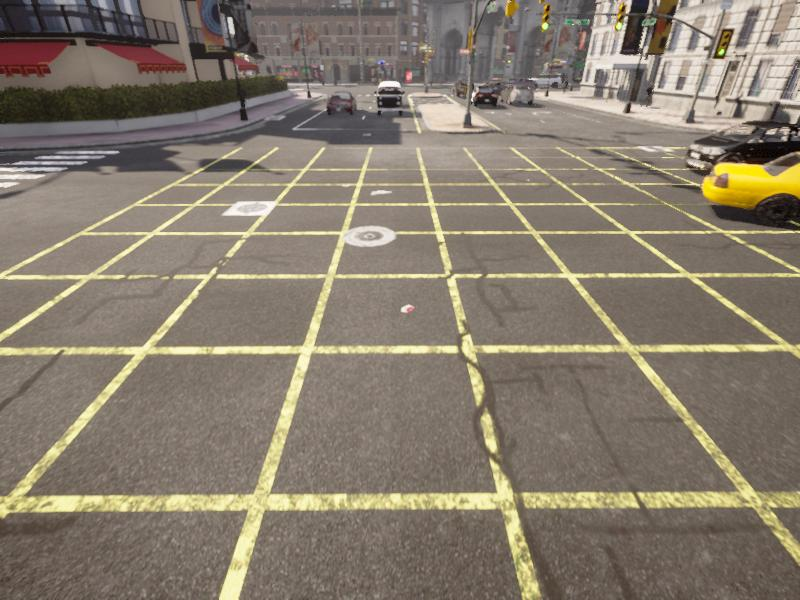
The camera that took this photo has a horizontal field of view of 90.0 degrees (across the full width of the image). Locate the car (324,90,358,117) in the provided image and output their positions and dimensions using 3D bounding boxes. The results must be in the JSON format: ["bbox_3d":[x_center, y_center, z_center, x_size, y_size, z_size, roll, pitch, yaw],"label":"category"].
[{"bbox_3d":[-4.242,-14.574,29.507,1.812,1.442,4.674,0,31,0],"label":"car"}]

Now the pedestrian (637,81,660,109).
[{"bbox_3d":[19.119,-15.763,30.780,0.751,1.860,0.751,-5,31,-8],"label":"pedestrian"}]

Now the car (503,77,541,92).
[{"bbox_3d":[16.861,-29.741,55.254,4.856,1.649,2.033,-17,34,-26],"label":"car"}]

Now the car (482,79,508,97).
[{"bbox_3d":[11.015,-24.782,46.745,2.242,1.667,4.611,3,30,5],"label":"car"}]

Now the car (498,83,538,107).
[{"bbox_3d":[10.723,-18.905,36.740,2.152,1.651,5.027,0,30,0],"label":"car"}]

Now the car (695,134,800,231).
[{"bbox_3d":[9.674,-2.309,8.389,5.366,1.575,1.801,17,34,27],"label":"car"}]

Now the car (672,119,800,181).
[{"bbox_3d":[11.233,-4.772,12.635,3.705,1.549,1.789,0,30,-1],"label":"car"}]

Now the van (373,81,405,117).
[{"bbox_3d":[-0.735,-14.529,28.837,2.069,2.038,4.480,0,30,0],"label":"van"}]

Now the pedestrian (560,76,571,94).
[{"bbox_3d":[19.411,-25.209,46.939,0.751,1.860,0.751,1,30,1],"label":"pedestrian"}]

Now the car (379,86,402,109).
[{"bbox_3d":[-0.767,-17.536,34.573,1.812,1.442,4.674,0,30,0],"label":"car"}]

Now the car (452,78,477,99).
[{"bbox_3d":[7.168,-23.785,44.837,1.932,1.855,4.605,0,31,-1],"label":"car"}]

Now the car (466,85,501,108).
[{"bbox_3d":[7.230,-17.993,35.268,2.038,1.542,4.974,0,30,0],"label":"car"}]

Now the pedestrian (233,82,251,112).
[{"bbox_3d":[-11.296,-14.564,28.727,0.751,1.860,0.751,-5,31,-8],"label":"pedestrian"}]

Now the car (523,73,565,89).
[{"bbox_3d":[22.458,-34.284,62.636,5.566,2.045,2.150,0,30,0],"label":"car"}]
